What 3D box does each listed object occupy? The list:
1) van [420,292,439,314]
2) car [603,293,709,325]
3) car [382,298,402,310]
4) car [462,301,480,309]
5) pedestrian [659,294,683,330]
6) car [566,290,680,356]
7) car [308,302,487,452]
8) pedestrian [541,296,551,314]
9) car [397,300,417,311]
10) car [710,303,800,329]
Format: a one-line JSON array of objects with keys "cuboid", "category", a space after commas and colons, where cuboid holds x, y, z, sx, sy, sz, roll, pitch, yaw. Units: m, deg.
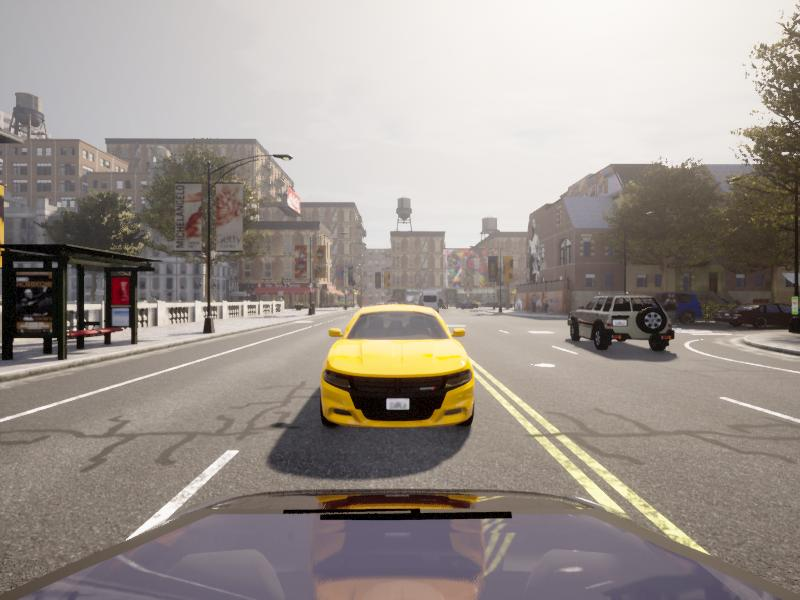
[{"cuboid": [3.529, 0.322, 48.720, 1.988, 2.561, 5.915, 0, 0, 2], "category": "van"}, {"cuboid": [16.890, 0.570, 26.668, 5.566, 2.045, 2.150, 0, 0, 5], "category": "car"}, {"cuboid": [-1.255, 0.657, 63.732, 1.932, 1.855, 4.605, 0, -1, 16], "category": "car"}, {"cuboid": [12.303, 0.852, 69.392, 1.816, 1.474, 4.193, 0, 0, 30], "category": "car"}, {"cuboid": [14.278, 0.637, 21.091, 0.751, 1.860, 0.751, 0, 0, -2], "category": "pedestrian"}, {"cuboid": [7.340, 0.652, 13.777, 1.932, 1.855, 4.605, 0, 0, 9], "category": "car"}, {"cuboid": [-0.052, 0.823, 6.707, 1.882, 1.535, 5.008, 0, 0, -1], "category": "car"}, {"cuboid": [15.123, 0.485, 41.351, 0.751, 1.860, 0.751, 0, 0, -3], "category": "pedestrian"}, {"cuboid": [1.068, 0.828, 58.369, 2.007, 1.525, 4.514, 0, 0, 12], "category": "car"}, {"cuboid": [21.381, 0.895, 23.088, 5.357, 1.411, 2.033, 0, 0, 0], "category": "car"}]
